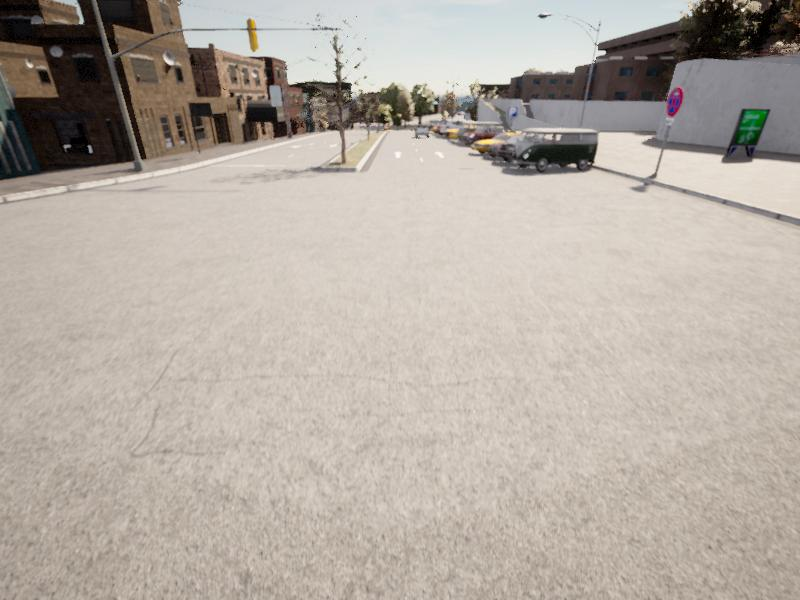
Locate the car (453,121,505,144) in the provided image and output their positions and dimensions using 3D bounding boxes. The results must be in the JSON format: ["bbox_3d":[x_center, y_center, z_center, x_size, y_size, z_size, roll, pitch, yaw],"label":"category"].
[{"bbox_3d":[7.755,-16.514,39.468,4.442,1.987,1.878,-8,27,-19],"label":"car"}]

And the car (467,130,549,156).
[{"bbox_3d":[7.745,-11.297,28.731,5.366,1.575,1.946,-8,27,-19],"label":"car"}]

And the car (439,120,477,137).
[{"bbox_3d":[7.679,-22.751,52.991,4.442,1.987,1.878,-8,26,-19],"label":"car"}]

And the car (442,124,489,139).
[{"bbox_3d":[7.819,-20.077,47.712,5.008,1.535,2.097,-8,27,-19],"label":"car"}]

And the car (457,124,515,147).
[{"bbox_3d":[7.906,-15.192,36.857,4.553,1.767,2.185,-8,27,-19],"label":"car"}]

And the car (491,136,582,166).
[{"bbox_3d":[7.943,-8.781,23.409,4.674,1.452,2.002,-8,26,-19],"label":"car"}]

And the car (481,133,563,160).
[{"bbox_3d":[7.935,-10.031,26.107,4.674,1.452,2.002,-8,27,-19],"label":"car"}]

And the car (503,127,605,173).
[{"bbox_3d":[7.857,-7.753,20.551,4.442,1.987,1.878,-8,27,-19],"label":"car"}]

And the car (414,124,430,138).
[{"bbox_3d":[2.730,-21.315,50.372,1.845,1.501,3.633,0,25,0],"label":"car"}]

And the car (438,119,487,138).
[{"bbox_3d":[7.827,-21.557,50.324,5.566,2.045,2.435,-8,26,-19],"label":"car"}]

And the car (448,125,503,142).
[{"bbox_3d":[8.016,-17.607,42.369,5.366,1.575,1.946,-8,26,-19],"label":"car"}]

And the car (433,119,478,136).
[{"bbox_3d":[7.747,-24.017,55.714,5.566,2.045,2.435,-8,26,-19],"label":"car"}]
